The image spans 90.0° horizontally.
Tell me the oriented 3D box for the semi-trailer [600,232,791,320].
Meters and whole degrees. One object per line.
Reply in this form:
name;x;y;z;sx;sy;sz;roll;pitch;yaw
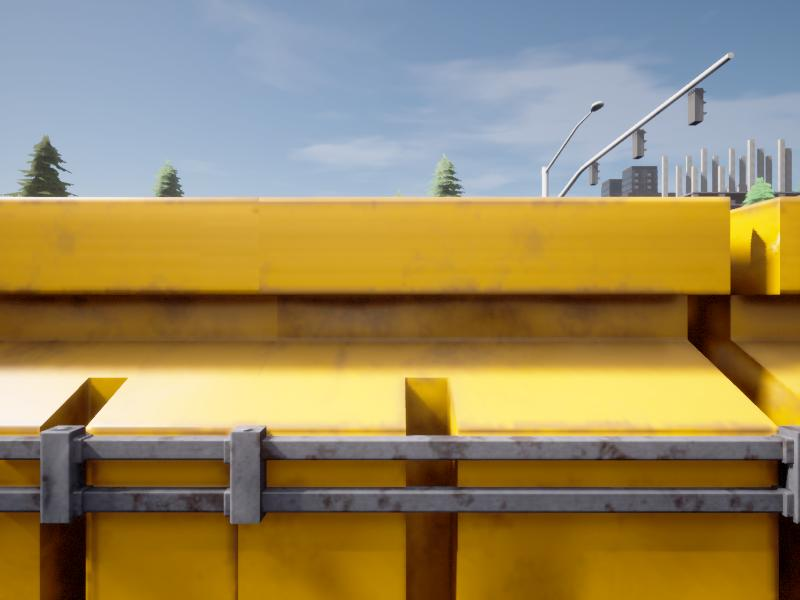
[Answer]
semi-trailer;18.465;-1.221;27.316;2.717;4.402;14.254;0;0;1

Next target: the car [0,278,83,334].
car;-13.462;0.174;12.699;5.238;1.638;1.930;0;0;0

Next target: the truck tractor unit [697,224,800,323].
truck tractor unit;18.485;-1.124;19.408;3.053;4.208;6.516;0;0;-4

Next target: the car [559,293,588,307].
car;26.487;-0.037;61.282;2.150;2.045;5.566;0;0;1

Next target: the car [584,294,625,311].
car;18.703;0.250;36.764;1.970;1.475;3.806;0;0;2

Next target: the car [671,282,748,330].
car;11.885;0.226;15.572;2.038;1.542;4.974;-1;-1;36
